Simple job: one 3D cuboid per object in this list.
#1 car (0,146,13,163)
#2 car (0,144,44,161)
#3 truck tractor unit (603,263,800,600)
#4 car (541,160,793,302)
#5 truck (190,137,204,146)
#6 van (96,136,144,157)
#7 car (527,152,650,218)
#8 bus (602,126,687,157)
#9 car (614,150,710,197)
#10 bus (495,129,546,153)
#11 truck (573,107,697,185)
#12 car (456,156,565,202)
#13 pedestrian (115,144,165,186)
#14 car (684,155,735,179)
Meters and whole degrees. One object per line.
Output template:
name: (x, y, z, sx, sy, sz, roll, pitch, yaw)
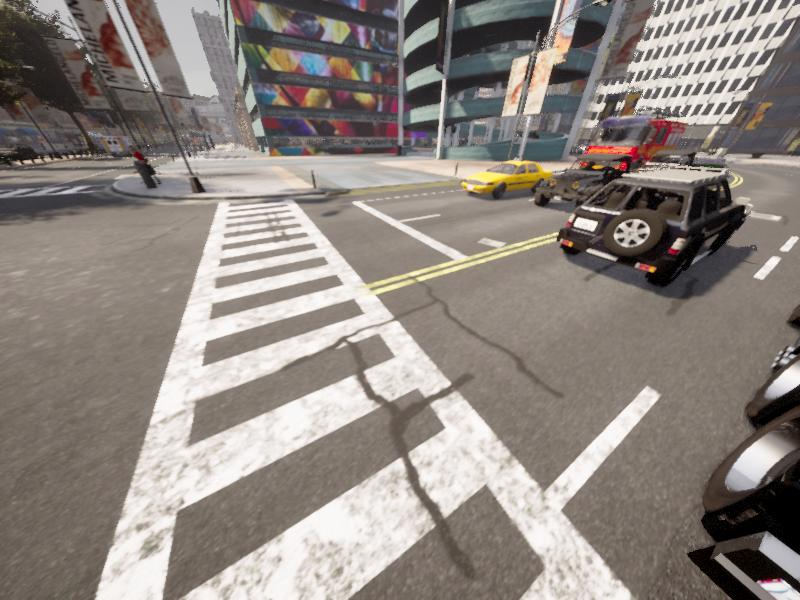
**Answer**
car: (-42.422, -14.352, 22.914, 2.128, 1.511, 4.902, -18, 39, -25)
car: (-45.771, -17.679, 27.584, 1.851, 1.617, 3.988, -18, 39, -25)
truck tractor unit: (5.110, -0.300, 0.792, 6.516, 4.208, 3.053, -18, 39, -24)
car: (5.748, -1.854, 5.093, 4.605, 1.855, 1.932, -18, 39, -24)
truck: (-68.736, -53.632, 78.319, 2.627, 2.467, 5.204, -18, 39, -25)
van: (-41.651, -23.034, 34.609, 2.351, 2.431, 6.366, -18, 39, -25)
car: (7.470, -4.744, 9.257, 3.866, 1.878, 1.905, -19, 39, -25)
bus: (44.387, -29.307, 42.894, 3.944, 4.253, 10.273, -1, 35, -2)
car: (14.049, -6.927, 12.462, 3.866, 1.878, 1.905, -19, 39, -25)
bus: (28.890, -38.732, 56.292, 3.944, 4.253, 10.273, -16, 38, -22)
truck: (16.851, -10.980, 16.624, 8.468, 3.827, 2.891, -21, 40, -27)
car: (5.635, -6.319, 11.777, 5.366, 1.575, 1.801, -18, 39, -25)
pedestrian: (-13.563, -7.097, 12.150, 0.751, 1.860, 0.751, 1, 35, 0)
car: (24.826, -10.764, 18.612, 4.718, 1.301, 1.895, -28, 44, -34)
